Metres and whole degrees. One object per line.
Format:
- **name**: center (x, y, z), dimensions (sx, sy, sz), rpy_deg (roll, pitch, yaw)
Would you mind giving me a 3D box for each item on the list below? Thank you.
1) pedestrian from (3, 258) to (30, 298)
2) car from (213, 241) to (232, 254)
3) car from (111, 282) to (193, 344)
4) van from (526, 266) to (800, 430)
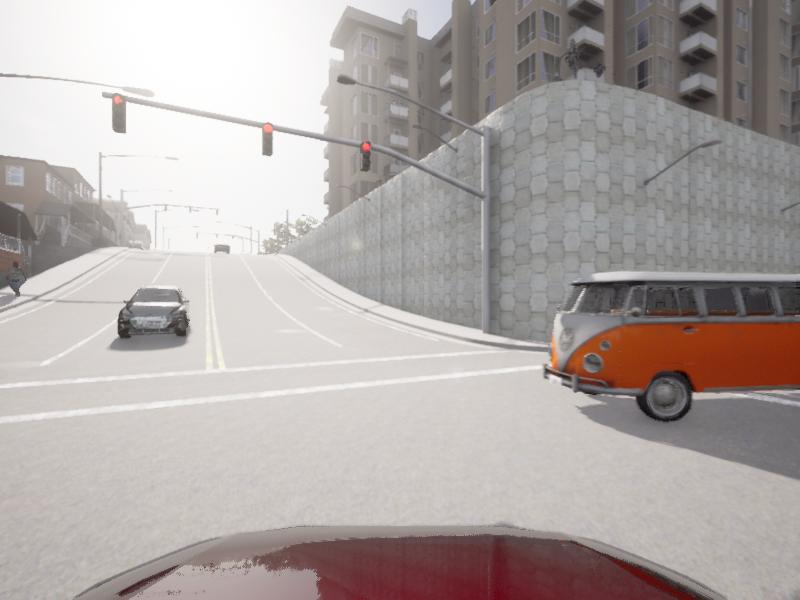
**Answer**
- **pedestrian**: center (-18.694, -1.049, 19.519), dimensions (0.751, 1.860, 0.751), rpy_deg (0, 0, -27)
- **car**: center (-23.753, -6.930, 53.414), dimensions (2.128, 1.511, 4.902), rpy_deg (-1, 5, -26)
- **car**: center (-8.807, 0.289, 14.630), dimensions (2.033, 1.649, 4.856), rpy_deg (0, 5, -26)
- **van**: center (4.418, 0.578, 6.046), dimensions (4.442, 1.987, 1.775), rpy_deg (0, 1, -8)
